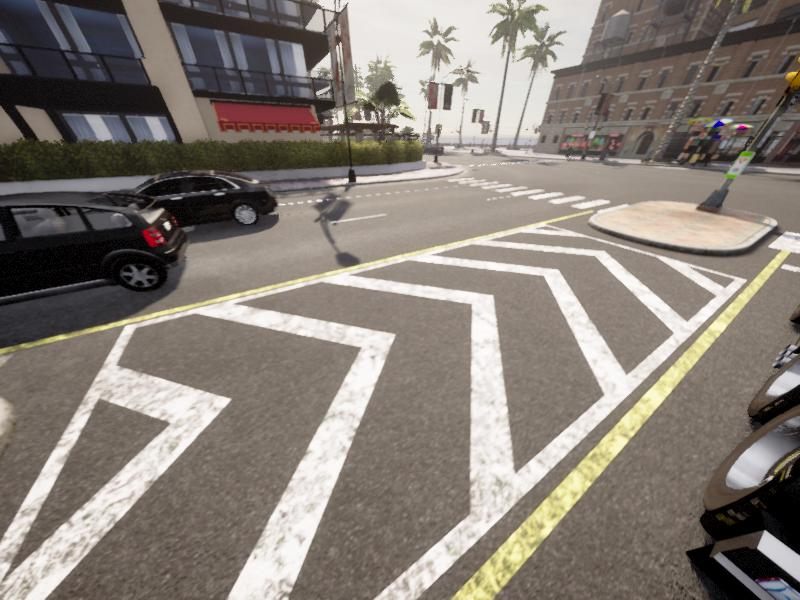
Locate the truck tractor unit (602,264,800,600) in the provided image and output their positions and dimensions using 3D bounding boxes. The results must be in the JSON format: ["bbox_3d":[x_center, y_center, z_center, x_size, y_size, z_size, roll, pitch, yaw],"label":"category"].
[{"bbox_3d":[5.107,-0.305,0.781,6.516,4.208,3.053,-18,39,-24],"label":"truck tractor unit"}]

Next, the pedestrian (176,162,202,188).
[{"bbox_3d":[-10.704,-6.342,11.747,0.500,1.100,0.500,-16,38,-22],"label":"pedestrian"}]

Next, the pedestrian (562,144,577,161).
[{"bbox_3d":[21.937,-19.102,29.912,0.751,1.860,0.751,-17,38,-23],"label":"pedestrian"}]

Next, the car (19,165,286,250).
[{"bbox_3d":[-6.383,-3.010,6.961,4.892,1.490,1.837,-18,39,-24],"label":"car"}]

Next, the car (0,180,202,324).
[{"bbox_3d":[-6.005,-0.851,3.806,3.705,1.549,1.789,-18,39,-24],"label":"car"}]
